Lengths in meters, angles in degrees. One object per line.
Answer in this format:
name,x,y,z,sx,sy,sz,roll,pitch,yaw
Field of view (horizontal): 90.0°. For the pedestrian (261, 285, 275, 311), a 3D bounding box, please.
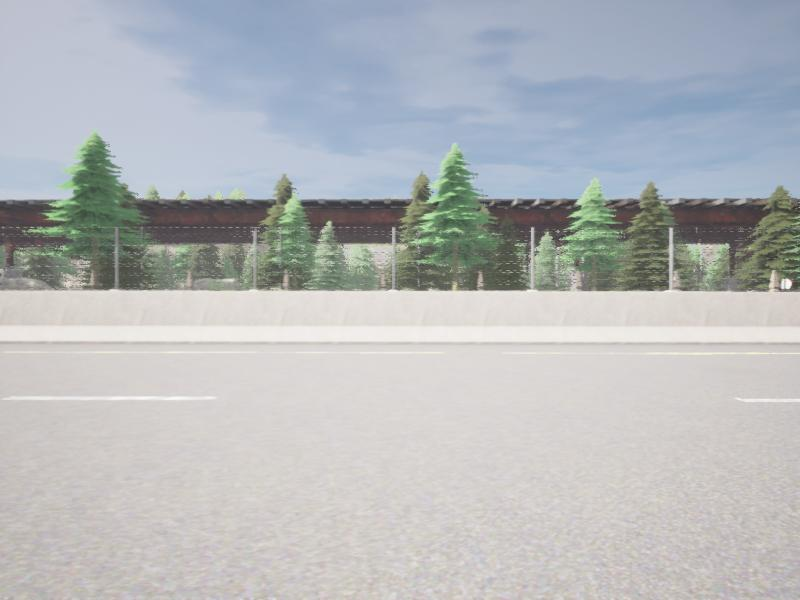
pedestrian,-9.721,-0.130,29.484,0.751,1.860,0.751,0,0,2
